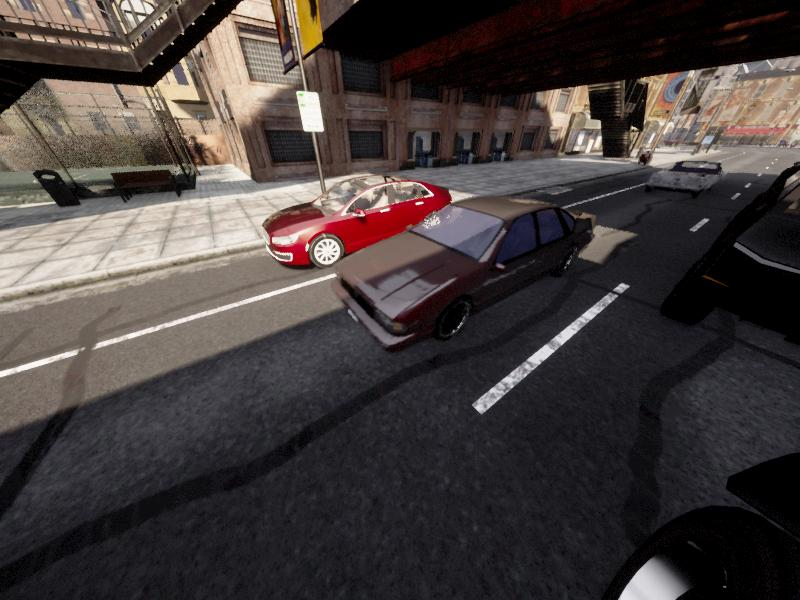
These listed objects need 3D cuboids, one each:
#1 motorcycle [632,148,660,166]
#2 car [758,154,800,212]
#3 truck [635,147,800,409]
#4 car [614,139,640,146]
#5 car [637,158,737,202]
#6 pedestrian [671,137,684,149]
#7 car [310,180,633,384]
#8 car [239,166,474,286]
[{"bbox_3d":[21.634,-12.642,20.383,0.856,1.236,1.805,15,38,20],"label":"motorcycle"},{"bbox_3d":[16.515,-4.676,9.018,5.238,1.638,1.930,-22,41,-28],"label":"car"},{"bbox_3d":[6.546,-0.846,3.303,6.274,2.098,2.390,-22,40,-28],"label":"truck"},{"bbox_3d":[68.167,-47.485,69.568,1.801,1.575,5.366,-12,37,-16],"label":"car"},{"bbox_3d":[13.724,-5.859,11.023,4.718,1.301,1.895,-22,40,-28],"label":"car"},{"bbox_3d":[55.557,-31.416,46.236,0.751,1.860,0.751,18,39,24],"label":"pedestrian"},{"bbox_3d":[1.547,-1.000,4.123,5.357,1.411,2.033,-22,41,-28],"label":"car"},{"bbox_3d":[-0.790,-2.223,5.759,4.892,1.521,2.231,-22,41,-28],"label":"car"}]
